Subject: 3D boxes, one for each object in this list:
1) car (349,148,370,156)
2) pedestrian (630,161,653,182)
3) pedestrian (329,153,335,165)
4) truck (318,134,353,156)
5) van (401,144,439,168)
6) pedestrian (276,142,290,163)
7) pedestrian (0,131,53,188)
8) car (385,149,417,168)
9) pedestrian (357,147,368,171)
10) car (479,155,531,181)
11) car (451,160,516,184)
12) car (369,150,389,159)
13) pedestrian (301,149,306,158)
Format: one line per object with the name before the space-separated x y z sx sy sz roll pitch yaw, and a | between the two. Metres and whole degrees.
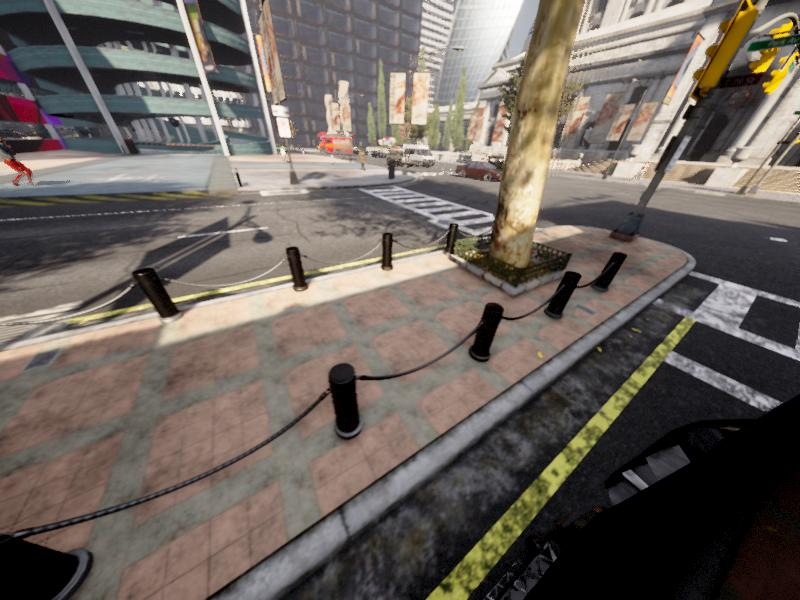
car | -9.682 -35.499 55.353 4.902 1.511 2.128 26 40 31
pedestrian | 25.350 -13.486 24.291 0.751 1.860 0.751 -17 39 -28
pedestrian | -7.684 -15.985 26.141 0.500 1.100 0.500 -8 35 -17
truck | -15.214 -36.593 54.470 8.468 3.827 2.891 23 38 28
van | 2.606 -20.277 32.440 1.988 2.561 5.915 -17 38 -27
pedestrian | -12.408 -15.643 24.565 0.751 1.860 0.751 -26 43 -37
pedestrian | -15.027 -5.441 8.977 0.751 1.860 0.751 -15 38 -25
car | 0.008 -18.720 30.489 1.932 1.855 4.605 -17 38 -27
pedestrian | -3.412 -12.807 20.998 0.751 1.860 0.751 -6 35 -13
car | 10.152 -13.021 22.683 1.905 1.878 3.866 -17 38 -27
car | 7.356 -11.727 20.961 2.033 1.411 5.357 -17 38 -27
car | -4.293 -29.439 46.769 1.994 1.385 4.181 -20 40 -31
pedestrian | -13.992 -21.184 33.483 0.500 1.100 0.500 -14 37 -23
